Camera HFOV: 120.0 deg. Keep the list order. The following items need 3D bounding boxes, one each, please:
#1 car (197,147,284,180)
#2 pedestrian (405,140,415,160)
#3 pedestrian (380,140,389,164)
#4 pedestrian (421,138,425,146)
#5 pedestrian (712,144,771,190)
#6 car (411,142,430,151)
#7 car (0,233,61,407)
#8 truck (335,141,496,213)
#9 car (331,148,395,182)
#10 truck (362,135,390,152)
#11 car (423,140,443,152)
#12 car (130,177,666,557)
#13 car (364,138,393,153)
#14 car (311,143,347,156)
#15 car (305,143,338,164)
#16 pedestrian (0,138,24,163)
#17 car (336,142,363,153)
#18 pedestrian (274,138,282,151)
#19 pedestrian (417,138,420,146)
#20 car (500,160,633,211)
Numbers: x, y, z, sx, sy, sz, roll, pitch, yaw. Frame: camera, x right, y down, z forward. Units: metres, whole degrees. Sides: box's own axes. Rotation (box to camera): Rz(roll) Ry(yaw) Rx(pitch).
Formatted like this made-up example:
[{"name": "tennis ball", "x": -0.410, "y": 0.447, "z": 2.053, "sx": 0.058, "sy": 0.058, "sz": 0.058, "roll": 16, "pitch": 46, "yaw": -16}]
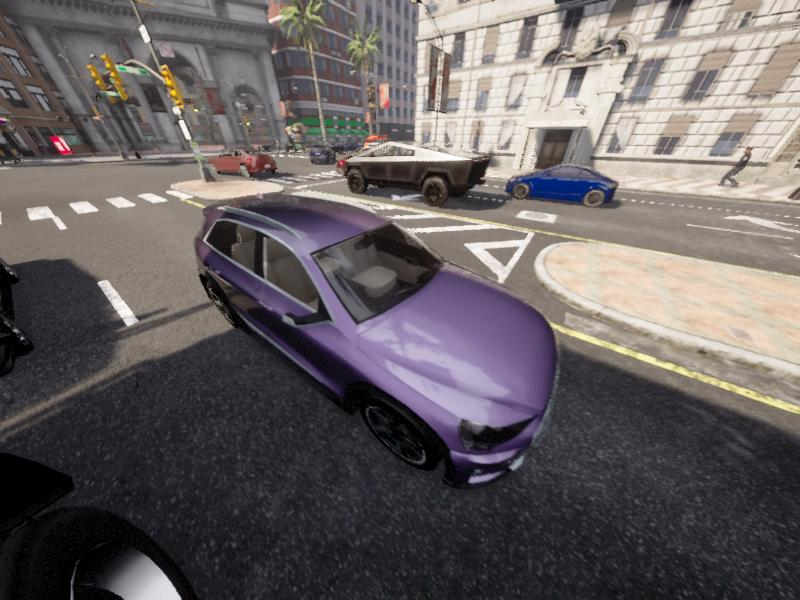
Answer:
[{"name": "car", "x": -10.974, "y": -9.565, "z": 15.989, "sx": 5.027, "sy": 1.651, "sz": 2.152, "roll": 15, "pitch": 38, "yaw": 20}, {"name": "pedestrian", "x": 1.114, "y": -16.778, "z": 25.807, "sx": 0.751, "sy": 1.860, "sz": 0.751, "roll": 17, "pitch": 39, "yaw": 23}, {"name": "pedestrian", "x": -1.492, "y": -13.981, "z": 21.818, "sx": 0.751, "sy": 1.860, "sz": 0.751, "roll": 0, "pitch": 35, "yaw": -1}, {"name": "pedestrian", "x": 6.492, "y": -44.990, "z": 65.882, "sx": 0.751, "sy": 1.860, "sz": 0.751, "roll": -27, "pitch": 43, "yaw": -33}, {"name": "pedestrian", "x": 16.912, "y": -6.628, "z": 11.526, "sx": 0.751, "sy": 1.860, "sz": 0.751, "roll": 26, "pitch": 42, "yaw": 31}, {"name": "car", "x": 4.224, "y": -30.992, "z": 46.641, "sx": 1.970, "sy": 1.475, "sz": 3.806, "roll": 24, "pitch": 41, "yaw": 29}, {"name": "car", "x": -6.612, "y": -0.081, "z": 2.770, "sx": 5.357, "sy": 1.411, "sz": 2.033, "roll": 22, "pitch": 41, "yaw": 28}, {"name": "truck", "x": 0.393, "y": -5.617, "z": 10.064, "sx": 6.274, "sy": 2.098, "sz": 2.390, "roll": 22, "pitch": 41, "yaw": 28}, {"name": "car", "x": -2.490, "y": -9.155, "z": 15.488, "sx": 3.988, "sy": 1.617, "sz": 1.851, "roll": 24, "pitch": 42, "yaw": 30}, {"name": "truck", "x": -4.707, "y": -31.316, "z": 46.122, "sx": 2.627, "sy": 2.467, "sz": 5.204, "roll": 22, "pitch": 43, "yaw": 28}, {"name": "car", "x": 6.391, "y": -29.475, "z": 44.144, "sx": 1.905, "sy": 1.878, "sz": 3.866, "roll": 24, "pitch": 41, "yaw": 29}, {"name": "car", "x": -0.746, "y": -0.263, "z": 2.863, "sx": 4.856, "sy": 1.649, "sz": 2.033, "roll": 23, "pitch": 41, "yaw": 28}, {"name": "car", "x": -3.752, "y": -28.403, "z": 42.414, "sx": 2.150, "sy": 2.045, "sz": 5.566, "roll": 23, "pitch": 41, "yaw": 28}, {"name": "car", "x": -10.564, "y": -22.737, "z": 34.781, "sx": 2.128, "sy": 1.511, "sz": 4.902, "roll": 22, "pitch": 41, "yaw": 28}, {"name": "car", "x": -8.222, "y": -15.761, "z": 24.800, "sx": 2.033, "sy": 1.649, "sz": 4.856, "roll": -2, "pitch": 35, "yaw": -1}, {"name": "pedestrian", "x": -36.096, "y": -13.673, "z": 21.112, "sx": 0.751, "sy": 1.860, "sz": 0.751, "roll": -12, "pitch": 37, "yaw": -17}, {"name": "car", "x": -8.986, "y": -27.472, "z": 41.572, "sx": 1.812, "sy": 1.442, "sz": 4.674, "roll": 22, "pitch": 41, "yaw": 28}, {"name": "pedestrian", "x": -21.966, "y": -28.076, "z": 41.666, "sx": 0.751, "sy": 1.860, "sz": 0.751, "roll": -5, "pitch": 35, "yaw": -7}, {"name": "pedestrian", "x": 5.242, "y": -44.536, "z": 65.229, "sx": 0.751, "sy": 1.860, "sz": 0.751, "roll": 10, "pitch": 36, "yaw": 13}, {"name": "car", "x": 6.925, "y": -5.121, "z": 10.042, "sx": 4.181, "sy": 1.385, "sz": 1.994, "roll": 22, "pitch": 41, "yaw": 28}]
